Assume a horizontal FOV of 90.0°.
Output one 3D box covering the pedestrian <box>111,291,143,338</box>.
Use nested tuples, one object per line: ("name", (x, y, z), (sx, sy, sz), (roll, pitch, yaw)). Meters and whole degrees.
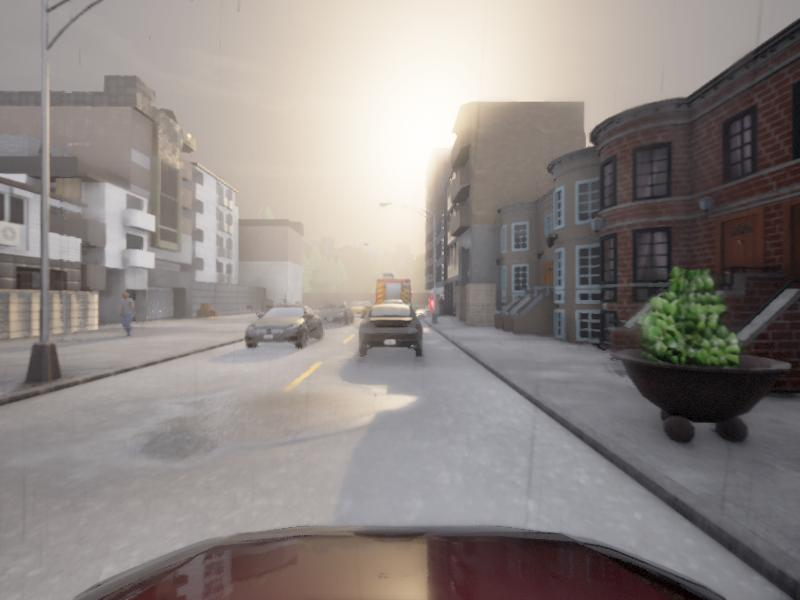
("pedestrian", (-10.985, 0.566, 16.127), (0.751, 1.860, 0.751), (0, 0, 10))

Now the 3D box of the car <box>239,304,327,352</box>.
("car", (-4.012, 0.886, 14.609), (1.812, 1.442, 4.674), (0, 0, 1))

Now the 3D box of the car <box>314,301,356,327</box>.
("car", (-4.128, 0.859, 26.234), (2.007, 1.525, 4.514), (0, 0, 1))

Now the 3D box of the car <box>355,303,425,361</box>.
("car", (-0.248, 0.861, 12.977), (1.837, 1.490, 4.892), (0, 0, 0))

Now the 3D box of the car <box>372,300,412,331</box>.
("car", (-0.412, 0.809, 23.648), (2.152, 1.651, 5.027), (0, 0, 0))

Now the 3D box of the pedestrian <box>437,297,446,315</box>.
("pedestrian", (4.283, 0.580, 41.165), (0.751, 1.860, 0.751), (0, 0, -2))

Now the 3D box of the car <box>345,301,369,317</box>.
("car", (-4.310, 0.847, 40.546), (1.801, 1.575, 5.366), (0, 0, 1))

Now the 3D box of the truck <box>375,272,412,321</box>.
("truck", (-0.520, -0.280, 35.990), (2.891, 3.827, 8.468), (0, 0, 0))
